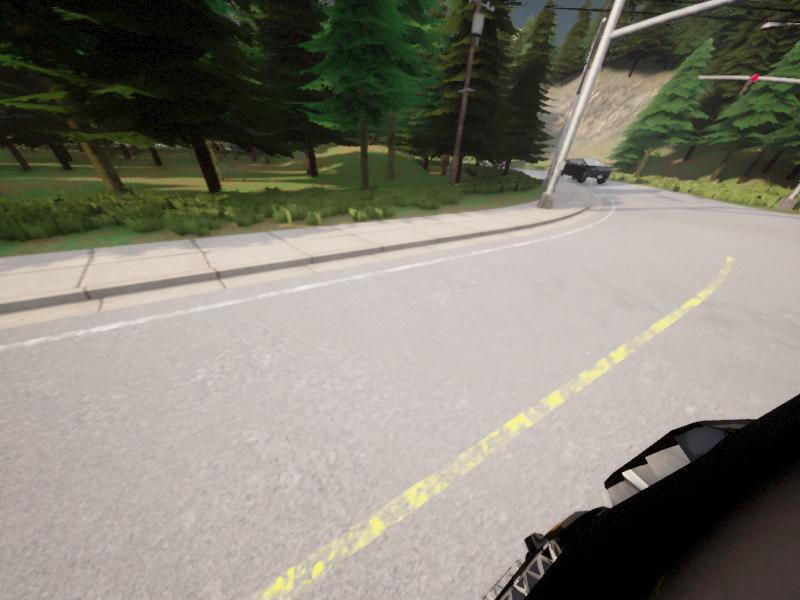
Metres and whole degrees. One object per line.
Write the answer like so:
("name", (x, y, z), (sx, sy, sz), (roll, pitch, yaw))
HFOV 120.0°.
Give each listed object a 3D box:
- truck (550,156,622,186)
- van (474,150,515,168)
("truck", (18.788, -13.493, 23.957), (2.390, 2.098, 6.274), (3, 34, 0))
("van", (16.604, -25.080, 41.027), (2.351, 2.431, 6.366), (-15, 38, -26))
